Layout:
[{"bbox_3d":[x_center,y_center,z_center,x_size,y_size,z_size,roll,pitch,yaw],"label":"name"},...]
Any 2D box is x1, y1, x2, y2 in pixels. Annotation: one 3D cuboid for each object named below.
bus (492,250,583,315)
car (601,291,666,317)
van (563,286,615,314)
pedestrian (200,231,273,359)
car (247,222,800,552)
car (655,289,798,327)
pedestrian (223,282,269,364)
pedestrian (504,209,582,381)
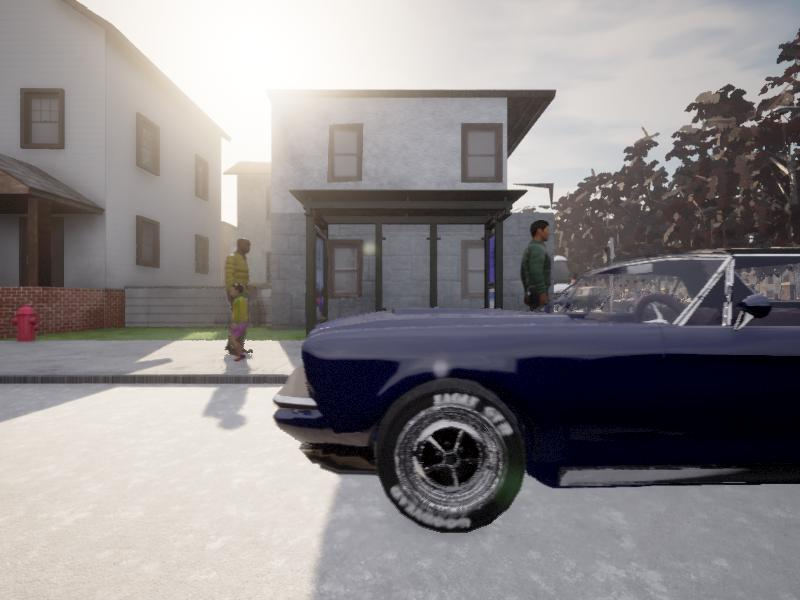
[{"bbox_3d":[10.270,-1.132,31.626,3.944,4.253,10.273,0,0,1],"label":"bus"},{"bbox_3d":[14.191,0.227,24.569,1.845,1.501,3.633,0,0,-1],"label":"car"},{"bbox_3d":[14.270,-0.001,30.576,1.775,1.987,4.442,0,0,-2],"label":"van"},{"bbox_3d":[-2.526,-0.075,6.247,0.751,1.860,0.751,0,0,13],"label":"pedestrian"},{"bbox_3d":[1.709,0.344,2.639,4.718,1.301,1.895,0,0,-3],"label":"car"},{"bbox_3d":[13.943,0.295,17.675,2.033,1.411,5.357,0,0,2],"label":"car"},{"bbox_3d":[-2.146,0.305,5.619,0.500,1.100,0.500,0,0,-8],"label":"pedestrian"},{"bbox_3d":[1.661,-0.054,4.767,0.751,1.860,0.751,0,0,9],"label":"pedestrian"}]
